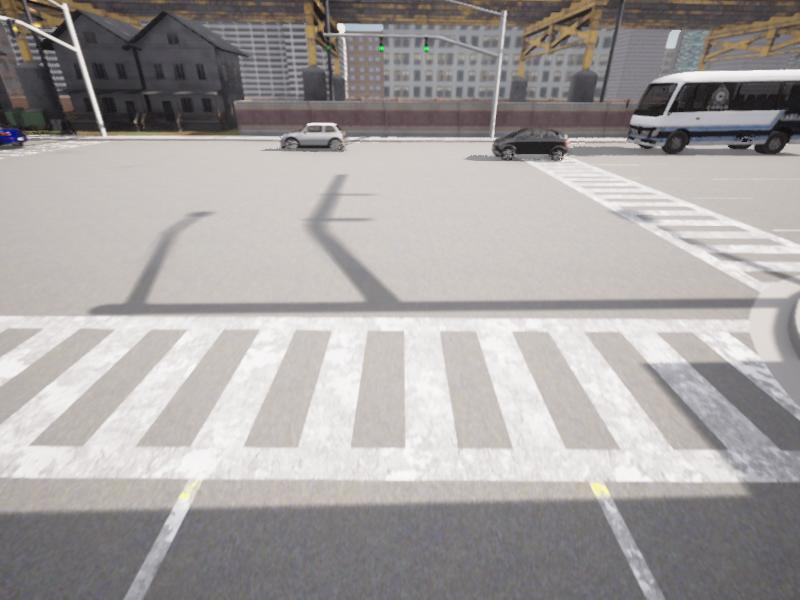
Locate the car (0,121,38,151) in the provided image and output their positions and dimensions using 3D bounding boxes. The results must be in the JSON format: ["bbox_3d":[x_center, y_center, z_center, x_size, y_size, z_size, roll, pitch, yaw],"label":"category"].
[{"bbox_3d":[-24.711,-9.679,23.557,4.674,1.442,1.812,0,27,0],"label":"car"}]

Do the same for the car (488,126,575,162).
[{"bbox_3d":[6.662,-8.050,20.592,3.705,1.549,1.789,0,27,0],"label":"car"}]

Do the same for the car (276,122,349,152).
[{"bbox_3d":[-5.061,-9.648,23.656,3.806,1.475,1.970,0,27,0],"label":"car"}]

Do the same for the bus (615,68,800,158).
[{"bbox_3d":[18.962,-10.779,23.039,10.273,4.253,3.944,-1,27,0],"label":"bus"}]
